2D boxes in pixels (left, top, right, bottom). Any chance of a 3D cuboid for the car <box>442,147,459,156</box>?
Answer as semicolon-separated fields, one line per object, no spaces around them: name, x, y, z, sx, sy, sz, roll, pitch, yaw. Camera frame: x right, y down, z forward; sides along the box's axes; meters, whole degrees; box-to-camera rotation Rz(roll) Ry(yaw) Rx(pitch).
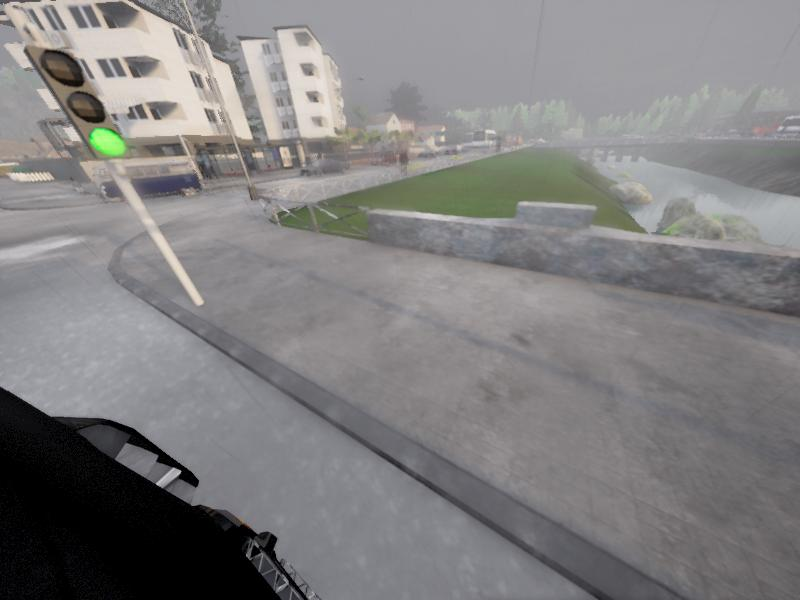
car;10.501;-30.885;48.125;1.994;1.385;4.181;16;38;26

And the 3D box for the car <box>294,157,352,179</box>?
car;-7.360;-13.107;22.795;2.033;1.411;5.357;16;38;26

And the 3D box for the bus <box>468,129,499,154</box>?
bus;19.419;-36.713;53.604;3.944;4.253;10.273;16;38;26

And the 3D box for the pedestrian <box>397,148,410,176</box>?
pedestrian;0.295;-10.807;18.151;0.751;1.860;0.751;15;38;24

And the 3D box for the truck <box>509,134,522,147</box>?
truck;45.022;-61.890;89.800;2.891;3.827;8.468;16;38;26

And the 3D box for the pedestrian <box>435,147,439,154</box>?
pedestrian;8.562;-34.665;53.532;0.751;1.300;0.751;16;38;26

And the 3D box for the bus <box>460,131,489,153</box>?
bus;19.429;-40.901;59.860;3.944;4.253;10.273;16;38;26

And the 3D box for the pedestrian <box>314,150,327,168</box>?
pedestrian;-9.888;-17.553;28.784;0.751;1.860;0.751;21;40;31

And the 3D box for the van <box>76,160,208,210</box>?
van;-14.374;-6.741;13.245;1.775;1.987;4.442;22;41;32

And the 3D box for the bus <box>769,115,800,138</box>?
bus;90.656;-38.863;51.680;3.944;4.253;10.273;16;38;26

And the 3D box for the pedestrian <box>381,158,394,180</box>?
pedestrian;-0.933;-9.708;17.102;0.751;1.300;0.751;3;34;9

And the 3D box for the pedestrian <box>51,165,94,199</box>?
pedestrian;-21.248;-7.707;15.052;0.751;1.860;0.751;-30;42;-34

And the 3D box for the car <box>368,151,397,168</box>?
car;-2.177;-18.364;30.093;1.851;1.617;3.988;16;38;26

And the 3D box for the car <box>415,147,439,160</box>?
car;4.706;-25.232;39.841;1.930;1.638;5.238;16;38;26
